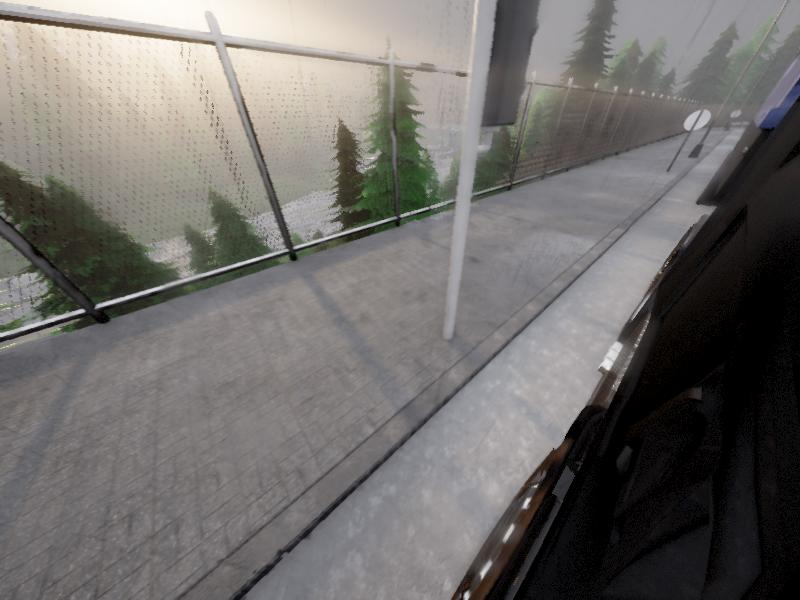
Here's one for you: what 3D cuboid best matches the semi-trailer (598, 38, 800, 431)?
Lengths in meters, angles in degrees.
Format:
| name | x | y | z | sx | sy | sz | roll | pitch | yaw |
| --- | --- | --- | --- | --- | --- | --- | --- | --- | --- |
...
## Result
| name | x | y | z | sx | sy | sz | roll | pitch | yaw |
| --- | --- | --- | --- | --- | --- | --- | --- | --- | --- |
| semi-trailer | 8.692 | -3.604 | 4.242 | 14.254 | 4.402 | 2.717 | -28 | 43 | -30 |

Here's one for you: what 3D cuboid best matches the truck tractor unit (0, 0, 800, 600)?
| name | x | y | z | sx | sy | sz | roll | pitch | yaw |
| --- | --- | --- | --- | --- | --- | --- | --- | --- | --- |
| truck tractor unit | 2.645 | -0.295 | 0.351 | 6.516 | 4.208 | 3.053 | -28 | 44 | -30 |

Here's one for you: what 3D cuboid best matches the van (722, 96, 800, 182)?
| name | x | y | z | sx | sy | sz | roll | pitch | yaw |
| --- | --- | --- | --- | --- | --- | --- | --- | --- | --- |
| van | 16.573 | -7.034 | 9.915 | 5.915 | 2.561 | 1.988 | -28 | 43 | -30 |

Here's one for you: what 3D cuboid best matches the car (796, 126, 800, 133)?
| name | x | y | z | sx | sy | sz | roll | pitch | yaw |
| --- | --- | --- | --- | --- | --- | --- | --- | --- | --- |
| car | 48.262 | -20.388 | 26.673 | 4.892 | 1.490 | 1.837 | -28 | 43 | -30 |
